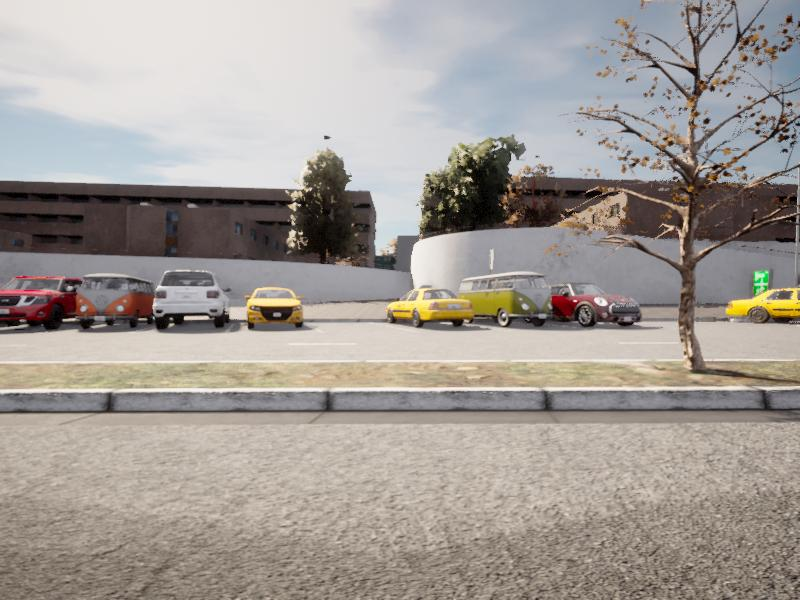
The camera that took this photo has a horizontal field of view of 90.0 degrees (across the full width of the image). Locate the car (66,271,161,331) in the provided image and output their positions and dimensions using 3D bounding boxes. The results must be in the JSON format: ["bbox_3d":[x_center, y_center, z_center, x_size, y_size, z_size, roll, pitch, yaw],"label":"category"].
[{"bbox_3d":[-10.856,0.066,15.545,1.878,1.987,4.442,0,-1,-20],"label":"car"}]

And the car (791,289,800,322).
[{"bbox_3d":[18.886,0.219,15.657,2.002,1.452,4.674,0,-1,-20],"label":"car"}]

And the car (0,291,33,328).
[{"bbox_3d":[-16.848,0.395,15.652,2.002,1.452,4.674,0,-1,-20],"label":"car"}]

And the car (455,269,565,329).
[{"bbox_3d":[4.036,-0.003,15.548,1.878,1.987,4.442,0,-1,-20],"label":"car"}]

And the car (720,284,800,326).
[{"bbox_3d":[15.972,0.183,15.481,1.946,1.575,5.366,0,-1,-20],"label":"car"}]

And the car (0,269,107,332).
[{"bbox_3d":[-13.859,0.070,15.627,2.435,2.045,5.566,0,-1,-20],"label":"car"}]

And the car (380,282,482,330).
[{"bbox_3d":[0.946,0.233,15.825,1.946,1.575,5.366,0,-1,-20],"label":"car"}]

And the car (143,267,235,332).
[{"bbox_3d":[-7.933,0.019,15.678,2.435,2.045,5.566,0,-1,-20],"label":"car"}]

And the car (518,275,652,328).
[{"bbox_3d":[6.962,0.090,15.685,2.185,1.767,4.553,0,-1,-20],"label":"car"}]

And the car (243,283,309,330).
[{"bbox_3d":[-4.940,0.255,15.656,2.097,1.535,5.008,0,-1,-20],"label":"car"}]
